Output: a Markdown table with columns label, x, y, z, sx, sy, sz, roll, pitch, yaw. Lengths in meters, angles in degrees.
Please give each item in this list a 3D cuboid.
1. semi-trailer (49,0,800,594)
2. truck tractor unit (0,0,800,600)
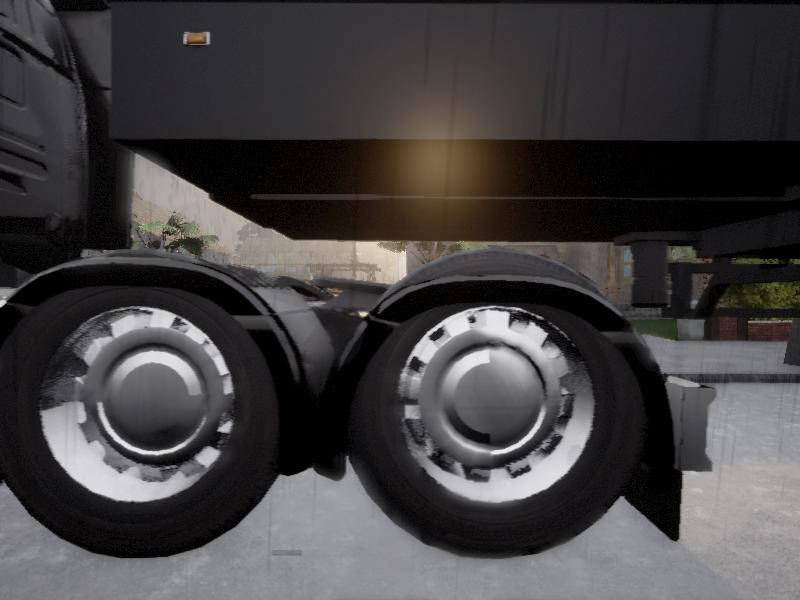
| label | x | y | z | sx | sy | sz | roll | pitch | yaw |
| --- | --- | --- | --- | --- | --- | --- | --- | --- | --- |
| semi-trailer | 5.948 | -1.219 | 2.678 | 14.254 | 4.402 | 2.717 | 0 | 0 | 0 |
| truck tractor unit | -1.971 | -1.118 | 2.708 | 6.516 | 4.208 | 3.053 | 0 | 0 | 0 |
